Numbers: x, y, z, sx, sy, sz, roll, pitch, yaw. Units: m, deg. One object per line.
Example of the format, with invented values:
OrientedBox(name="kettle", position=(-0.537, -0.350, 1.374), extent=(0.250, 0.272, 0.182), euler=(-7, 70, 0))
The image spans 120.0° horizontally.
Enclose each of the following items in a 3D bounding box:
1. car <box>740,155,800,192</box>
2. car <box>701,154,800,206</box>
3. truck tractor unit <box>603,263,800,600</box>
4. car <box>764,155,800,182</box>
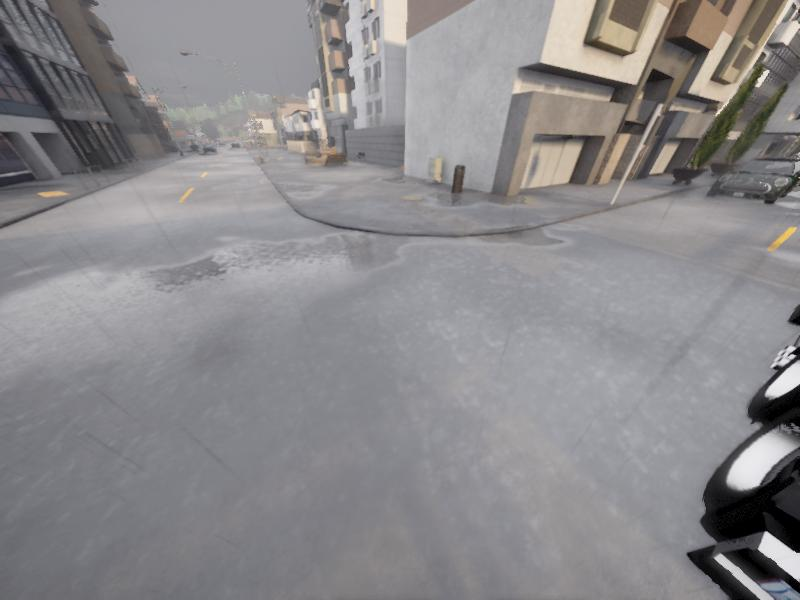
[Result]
OrientedBox(name="car", position=(23.628, -7.851, 14.190), extent=(5.366, 1.575, 1.801), euler=(-18, 39, -24))
OrientedBox(name="car", position=(17.467, -5.939, 11.184), extent=(4.553, 1.767, 2.097), euler=(-18, 39, -24))
OrientedBox(name="truck tractor unit", position=(5.108, -0.301, 0.796), extent=(6.516, 4.208, 3.053), euler=(-18, 39, -24))
OrientedBox(name="car", position=(29.611, -9.748, 17.076), extent=(3.806, 1.475, 1.970), euler=(-18, 39, -25))
